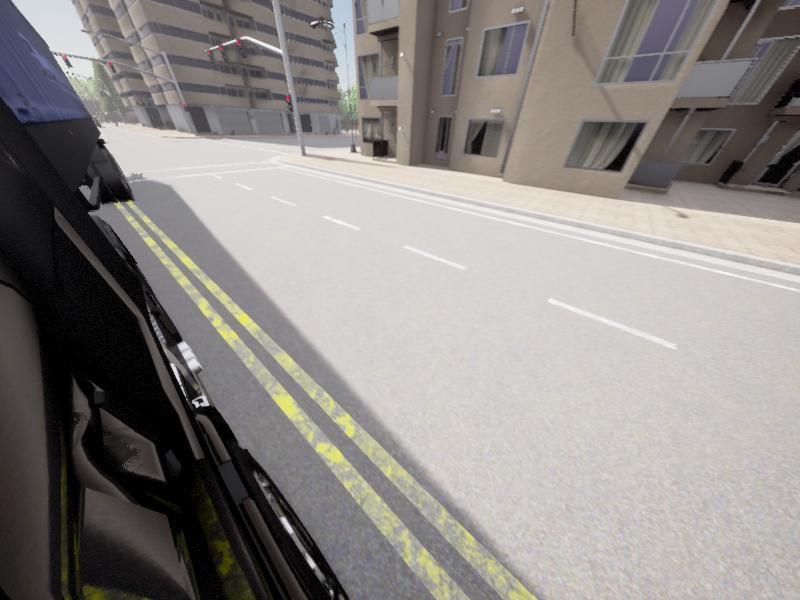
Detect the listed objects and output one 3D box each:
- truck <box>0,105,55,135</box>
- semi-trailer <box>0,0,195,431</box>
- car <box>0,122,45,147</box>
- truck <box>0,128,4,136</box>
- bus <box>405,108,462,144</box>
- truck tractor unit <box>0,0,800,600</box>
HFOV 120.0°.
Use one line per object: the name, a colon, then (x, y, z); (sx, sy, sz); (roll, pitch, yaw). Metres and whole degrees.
truck: (-43.204, -20.825, 26.761); (5.204, 2.467, 2.627); (28, 44, 29)
semi-trailer: (-8.339, -3.829, 4.551); (2.717, 4.402, 14.254); (-30, 48, -35)
car: (-29.817, -12.071, 16.822); (1.994, 1.385, 4.181); (27, 44, 29)
truck: (-43.181, -17.913, 23.220); (6.274, 2.098, 2.390); (28, 44, 30)
bus: (5.703, -28.798, 38.475); (3.944, 4.253, 10.273); (27, 44, 29)
truck tractor unit: (-2.645, -0.295, 0.351); (6.516, 4.208, 3.053); (28, 44, 30)
